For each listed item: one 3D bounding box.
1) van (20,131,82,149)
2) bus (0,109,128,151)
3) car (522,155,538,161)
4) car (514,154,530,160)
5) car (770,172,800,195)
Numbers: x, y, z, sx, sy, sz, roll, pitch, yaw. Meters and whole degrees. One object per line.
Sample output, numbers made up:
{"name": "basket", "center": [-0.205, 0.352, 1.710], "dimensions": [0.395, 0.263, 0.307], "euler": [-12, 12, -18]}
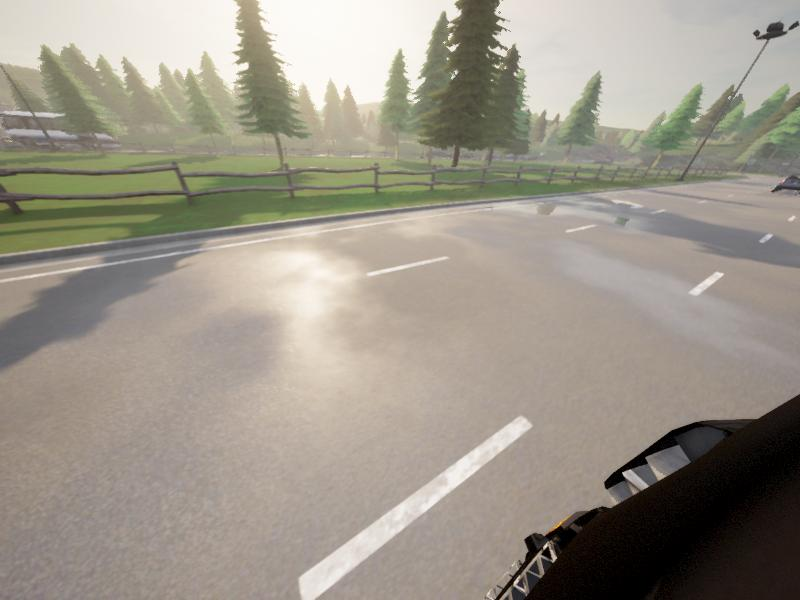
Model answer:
{"name": "van", "center": [-52.813, -24.253, 35.122], "dimensions": [4.442, 1.987, 1.775], "euler": [-16, 38, -26]}
{"name": "bus", "center": [-48.287, -24.172, 33.257], "dimensions": [10.273, 4.253, 3.944], "euler": [-16, 38, -26]}
{"name": "car", "center": [43.067, -47.031, 76.452], "dimensions": [4.856, 1.649, 2.033], "euler": [-16, 38, -26]}
{"name": "car", "center": [41.671, -48.839, 79.135], "dimensions": [4.974, 1.542, 2.038], "euler": [-16, 38, -26]}
{"name": "car", "center": [37.118, -10.926, 21.561], "dimensions": [3.988, 1.617, 1.851], "euler": [-16, 38, -26]}
